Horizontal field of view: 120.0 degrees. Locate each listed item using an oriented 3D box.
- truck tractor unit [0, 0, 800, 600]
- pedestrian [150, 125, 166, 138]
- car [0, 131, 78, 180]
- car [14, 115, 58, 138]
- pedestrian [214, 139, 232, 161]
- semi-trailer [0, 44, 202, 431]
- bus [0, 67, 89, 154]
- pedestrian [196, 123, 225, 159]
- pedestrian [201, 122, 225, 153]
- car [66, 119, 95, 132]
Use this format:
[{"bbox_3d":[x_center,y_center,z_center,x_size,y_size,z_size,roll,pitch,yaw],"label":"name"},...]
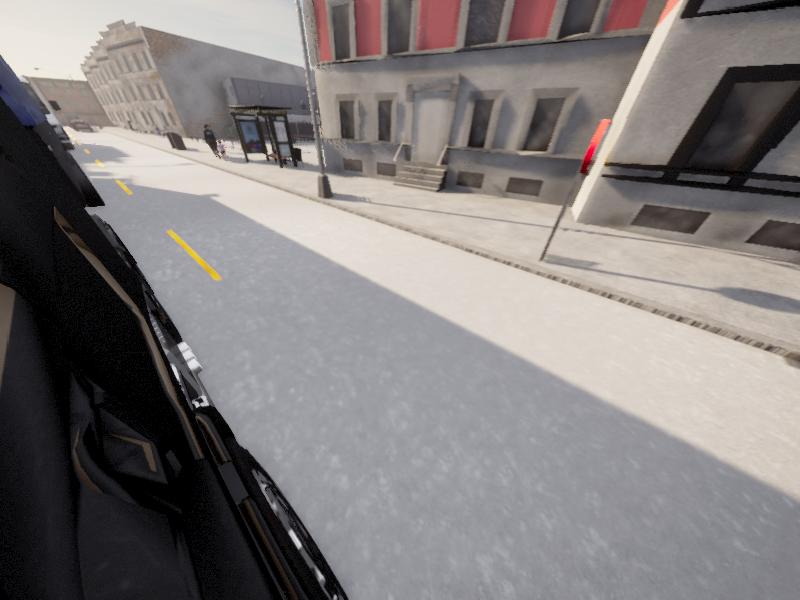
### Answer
[{"bbox_3d":[-2.645,-0.295,0.352,6.516,4.208,3.053,28,44,30],"label":"truck tractor unit"},{"bbox_3d":[-29.958,-20.871,28.637,0.751,1.300,0.751,22,41,25],"label":"pedestrian"},{"bbox_3d":[-17.249,-6.866,10.722,5.357,1.411,2.033,28,44,30],"label":"car"},{"bbox_3d":[-40.997,-19.640,26.123,3.866,1.878,1.905,28,44,30],"label":"car"},{"bbox_3d":[-10.901,-9.212,14.227,0.500,1.100,0.500,-22,43,-29],"label":"pedestrian"},{"bbox_3d":[-8.705,-3.580,4.252,14.254,4.402,2.717,28,44,30],"label":"semi-trailer"},{"bbox_3d":[-27.928,-13.785,17.024,10.273,4.253,3.944,28,44,30],"label":"bus"},{"bbox_3d":[-12.258,-10.323,15.006,0.751,1.860,0.751,-28,46,-34],"label":"pedestrian"},{"bbox_3d":[-14.251,-12.379,17.649,0.751,1.860,0.751,-26,45,-32],"label":"pedestrian"},{"bbox_3d":[-52.544,-28.704,37.972,4.792,1.488,2.163,28,44,30],"label":"car"}]
